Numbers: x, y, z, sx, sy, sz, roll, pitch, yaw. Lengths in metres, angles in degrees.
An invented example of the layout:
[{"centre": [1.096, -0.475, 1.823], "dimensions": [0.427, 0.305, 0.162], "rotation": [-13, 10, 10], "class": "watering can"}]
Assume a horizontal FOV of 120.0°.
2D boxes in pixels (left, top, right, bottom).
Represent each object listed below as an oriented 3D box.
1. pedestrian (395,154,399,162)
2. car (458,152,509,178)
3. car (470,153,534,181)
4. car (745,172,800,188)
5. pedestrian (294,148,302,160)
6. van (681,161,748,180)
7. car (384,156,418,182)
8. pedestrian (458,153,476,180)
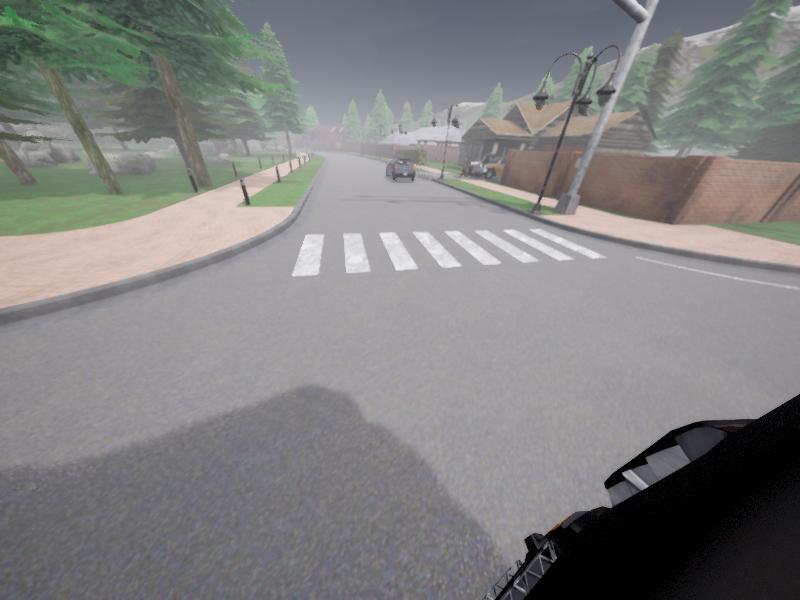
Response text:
[{"centre": [-0.445, -22.433, 36.484], "dimensions": [0.500, 1.100, 0.500], "rotation": [-10, 36, -19], "class": "pedestrian"}, {"centre": [8.017, -13.135, 22.491], "dimensions": [3.866, 1.878, 1.905], "rotation": [-5, 34, -12], "class": "car"}, {"centre": [8.959, -11.797, 20.543], "dimensions": [4.605, 1.855, 1.932], "rotation": [-5, 34, -12], "class": "car"}, {"centre": [54.450, -17.326, 33.220], "dimensions": [2.128, 1.511, 4.902], "rotation": [-5, 35, -12], "class": "car"}, {"centre": [-13.253, -18.996, 30.071], "dimensions": [0.751, 1.300, 0.751], "rotation": [-7, 35, -15], "class": "pedestrian"}, {"centre": [55.834, -23.213, 41.362], "dimensions": [2.351, 2.431, 6.366], "rotation": [-5, 34, -12], "class": "van"}, {"centre": [-0.022, -10.427, 18.308], "dimensions": [1.845, 1.501, 3.633], "rotation": [-5, 34, -12], "class": "car"}, {"centre": [5.475, -11.016, 19.034], "dimensions": [0.751, 1.860, 0.751], "rotation": [-20, 40, -31], "class": "pedestrian"}]
